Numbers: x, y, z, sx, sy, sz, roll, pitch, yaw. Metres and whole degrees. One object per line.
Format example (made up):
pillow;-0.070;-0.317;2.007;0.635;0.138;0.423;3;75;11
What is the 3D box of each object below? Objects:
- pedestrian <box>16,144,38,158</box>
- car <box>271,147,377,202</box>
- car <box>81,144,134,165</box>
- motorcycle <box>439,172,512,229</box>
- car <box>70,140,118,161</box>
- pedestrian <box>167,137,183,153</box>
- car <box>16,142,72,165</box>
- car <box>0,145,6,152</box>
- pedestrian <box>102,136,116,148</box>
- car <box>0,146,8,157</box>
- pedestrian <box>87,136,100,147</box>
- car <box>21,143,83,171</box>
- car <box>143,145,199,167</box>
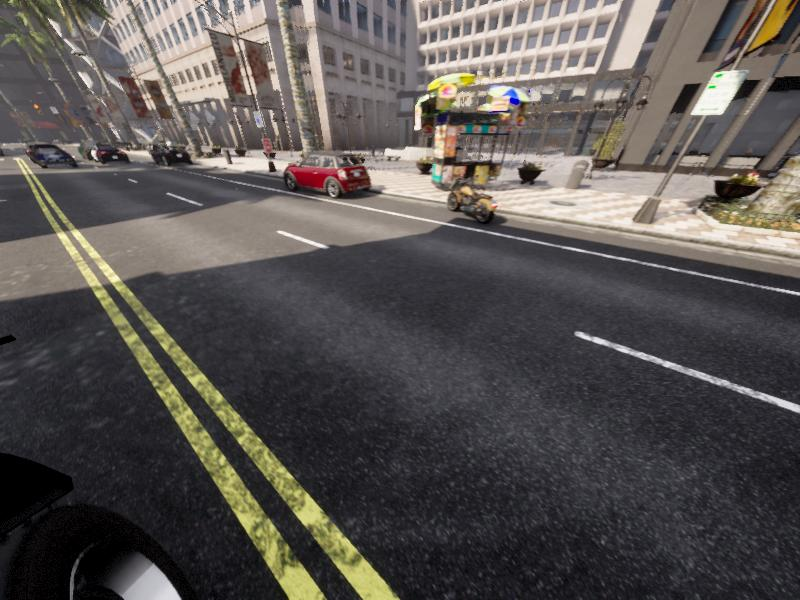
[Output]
pedestrian;-42.506;-16.959;26.350;0.751;1.300;0.751;21;40;26
car;-3.597;-6.157;11.043;4.553;1.767;2.185;22;41;28
car;-28.265;-14.134;22.327;4.974;1.542;2.038;23;41;28
motorcycle;2.342;-3.396;7.681;0.764;1.277;2.356;-15;38;-20
car;-33.364;-16.368;25.215;4.553;1.767;2.097;23;41;28
pedestrian;-32.817;-22.607;33.696;0.751;1.860;0.751;24;41;29
car;-34.440;-14.285;22.361;4.611;1.667;2.242;23;41;28
car;-64.062;-24.049;36.075;3.806;1.475;1.970;22;41;28
pedestrian;-58.278;-31.687;46.313;0.751;1.860;0.751;1;35;1
car;-49.864;-18.159;27.864;4.792;1.488;2.163;23;41;28
pedestrian;-63.647;-32.904;47.985;0.751;1.860;0.751;-28;44;-34
car;-28.882;-11.948;19.142;4.856;1.649;2.033;23;41;28
car;-21.417;-13.516;21.565;4.792;1.488;2.163;22;41;28
